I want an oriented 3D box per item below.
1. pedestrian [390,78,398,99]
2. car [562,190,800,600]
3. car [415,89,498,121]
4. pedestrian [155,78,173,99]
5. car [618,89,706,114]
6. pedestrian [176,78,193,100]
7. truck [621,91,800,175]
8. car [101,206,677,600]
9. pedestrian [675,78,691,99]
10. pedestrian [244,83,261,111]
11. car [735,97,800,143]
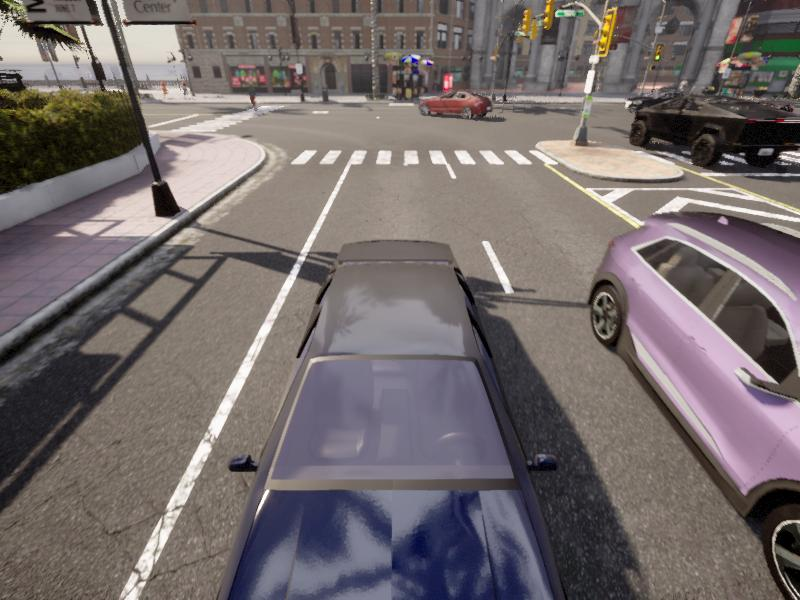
[{"bbox_3d":[-0.574,-21.281,40.209,0.751,1.860,0.751,0,30,0],"label":"pedestrian"},{"bbox_3d":[3.459,0.509,3.520,2.033,1.649,4.856,0,30,0],"label":"car"},{"bbox_3d":[3.738,-13.325,27.189,5.027,1.651,2.152,21,36,31],"label":"car"},{"bbox_3d":[-23.400,-20.990,39.706,0.751,1.860,0.751,9,31,14],"label":"pedestrian"},{"bbox_3d":[19.319,-14.725,29.698,4.902,1.511,2.128,-1,30,-3],"label":"car"},{"bbox_3d":[-21.204,-20.809,39.397,0.751,1.860,0.751,7,31,12],"label":"pedestrian"},{"bbox_3d":[11.362,-6.489,15.022,2.390,2.098,6.274,-1,30,-1],"label":"truck"},{"bbox_3d":[-0.045,0.689,3.452,2.033,1.411,5.357,0,30,0],"label":"car"},{"bbox_3d":[28.481,-21.306,40.260,0.751,1.860,0.751,24,38,34],"label":"pedestrian"},{"bbox_3d":[-11.412,-15.749,31.046,0.751,1.860,0.751,-2,30,-3],"label":"pedestrian"},{"bbox_3d":[18.044,-8.922,19.676,1.851,1.617,3.988,19,35,29],"label":"car"}]
